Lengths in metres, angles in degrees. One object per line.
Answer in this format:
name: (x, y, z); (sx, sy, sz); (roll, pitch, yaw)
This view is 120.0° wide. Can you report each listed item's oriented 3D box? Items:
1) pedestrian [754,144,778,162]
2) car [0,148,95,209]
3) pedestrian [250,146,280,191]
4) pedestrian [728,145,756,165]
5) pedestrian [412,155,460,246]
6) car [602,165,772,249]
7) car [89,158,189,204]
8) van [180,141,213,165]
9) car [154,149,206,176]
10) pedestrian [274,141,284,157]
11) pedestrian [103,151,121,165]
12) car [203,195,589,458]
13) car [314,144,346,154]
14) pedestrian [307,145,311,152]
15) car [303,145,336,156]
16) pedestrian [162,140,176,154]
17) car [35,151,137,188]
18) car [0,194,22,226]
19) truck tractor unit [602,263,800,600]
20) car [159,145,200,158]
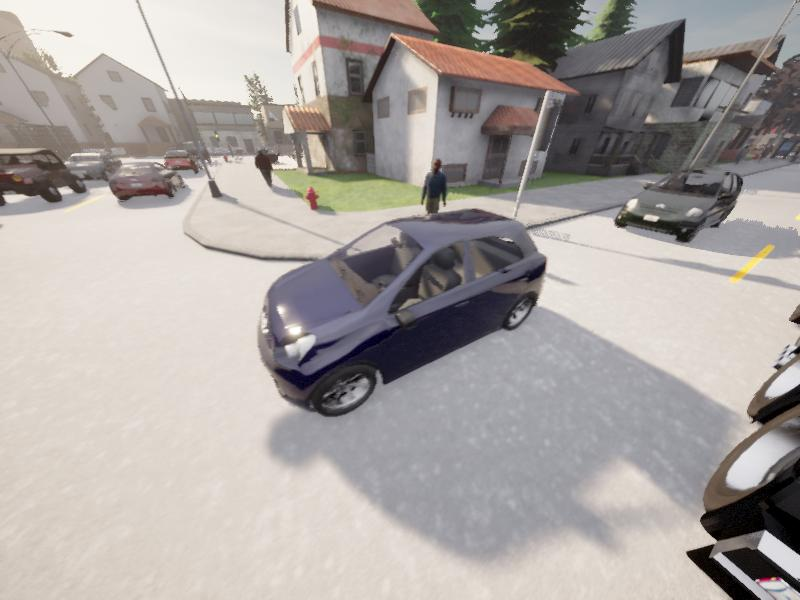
pedestrian: (46.847, -18.791, 29.563); (0.751, 1.860, 0.751); (-18, 39, -25)
car: (-16.050, -5.392, 9.979); (1.905, 1.878, 3.866); (-18, 39, -24)
pedestrian: (-6.753, -6.596, 11.589); (0.751, 1.860, 0.751); (-18, 39, -24)
pedestrian: (37.067, -15.716, 25.061); (0.751, 1.860, 0.751); (-13, 37, -19)
pedestrian: (0.828, -2.410, 5.629); (0.751, 1.860, 0.751); (19, 39, 25)
car: (8.574, -2.998, 6.983); (3.988, 1.617, 1.851); (-18, 39, -24)
car: (-12.141, -5.895, 11.191); (1.994, 1.385, 4.181); (-18, 39, -24)
van: (-22.677, -16.587, 25.947); (1.775, 1.987, 4.442); (-18, 39, -24)
car: (-17.298, -11.067, 18.451); (2.007, 1.525, 4.514); (-18, 39, -24)
pedestrian: (-17.676, -22.137, 33.839); (0.751, 1.860, 0.751); (-6, 35, -8)
pedestrian: (-28.071, -13.869, 22.544); (0.500, 1.100, 0.500); (-1, 35, -2)
car: (0.133, -0.213, 2.978); (3.633, 1.501, 1.845); (-18, 39, -24)
car: (-13.142, -28.483, 43.489); (5.366, 1.575, 1.801); (-19, 39, -25)
pedestrian: (-18.297, -30.406, 46.408); (0.500, 1.100, 0.500); (-19, 39, -26)
car: (-13.709, -25.564, 39.373); (4.792, 1.488, 2.163); (-18, 39, -24)
pedestrian: (-37.370, -24.683, 37.357); (0.751, 1.860, 0.751); (-18, 39, -24)
car: (-19.180, -8.343, 14.530); (2.128, 1.511, 4.902); (-18, 39, -25)
car: (-12.741, -2.011, 5.373); (2.033, 1.649, 4.856); (-18, 39, -24)
truck tractor unit: (5.108, -0.303, 0.784); (6.516, 4.208, 3.053); (-18, 39, -24)
car: (-31.240, -21.099, 32.814); (4.193, 1.474, 1.816); (10, 36, 13)
